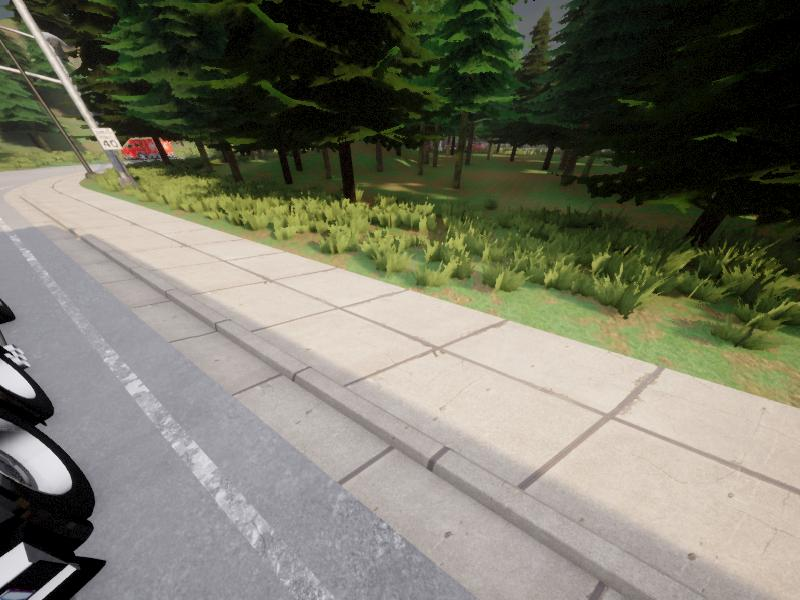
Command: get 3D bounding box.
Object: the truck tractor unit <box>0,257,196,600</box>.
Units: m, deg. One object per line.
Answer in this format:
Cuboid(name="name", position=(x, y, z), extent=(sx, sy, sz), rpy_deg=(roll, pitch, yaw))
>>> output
Cuboid(name="truck tractor unit", position=(-5.099, -0.312, 0.797), extent=(6.516, 4.208, 3.053), rpy_deg=(19, 39, 25))
